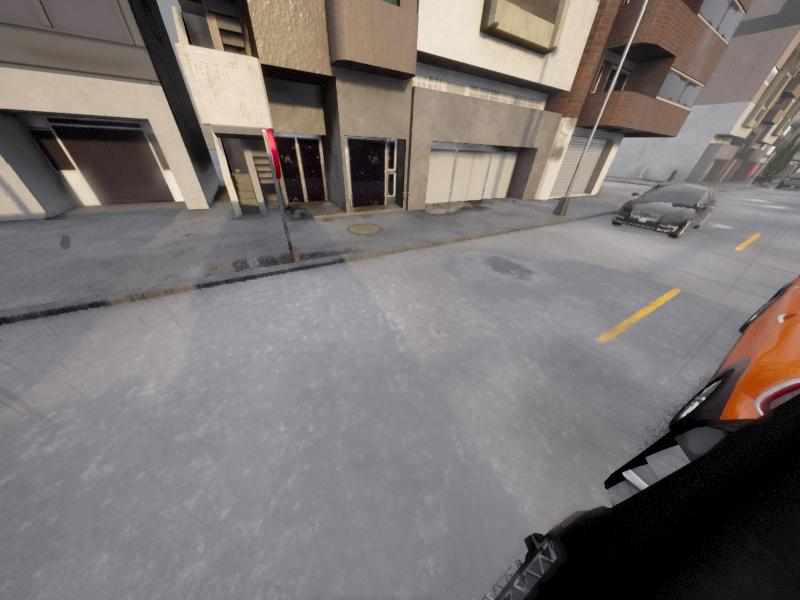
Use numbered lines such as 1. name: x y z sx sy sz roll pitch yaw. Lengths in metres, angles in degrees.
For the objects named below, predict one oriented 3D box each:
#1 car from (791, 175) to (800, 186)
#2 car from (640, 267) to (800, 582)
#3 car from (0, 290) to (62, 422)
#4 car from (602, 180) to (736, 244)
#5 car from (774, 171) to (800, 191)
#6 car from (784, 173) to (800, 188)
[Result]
1. car: 57.668 -16.930 32.516 3.806 1.475 1.970 -16 38 -26
2. car: 4.635 0.594 1.782 4.553 1.767 2.097 -16 38 -26
3. car: -5.676 1.044 0.468 5.027 1.651 2.152 -16 38 -26
4. car: 10.038 -3.474 8.592 4.892 1.490 1.837 -17 39 -28
5. car: 45.544 -13.607 26.298 4.553 1.767 2.097 -16 38 -26
6. car: 51.695 -15.272 29.469 5.366 1.575 1.801 -16 38 -26
